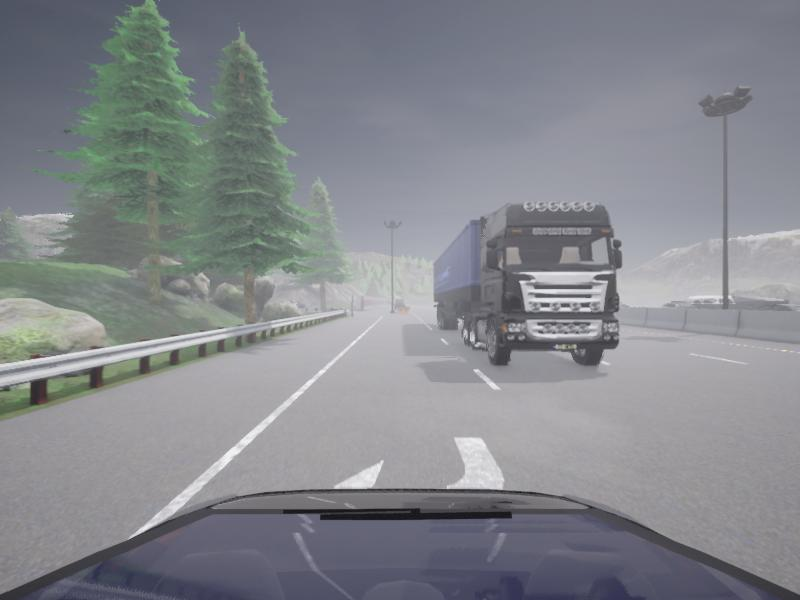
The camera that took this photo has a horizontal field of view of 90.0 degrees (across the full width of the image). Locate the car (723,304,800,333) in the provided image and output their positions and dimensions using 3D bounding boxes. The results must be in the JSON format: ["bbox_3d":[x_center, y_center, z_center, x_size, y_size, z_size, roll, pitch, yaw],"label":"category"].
[{"bbox_3d":[20.999,0.946,22.085,2.033,1.411,5.357,0,0,0],"label":"car"}]

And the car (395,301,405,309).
[{"bbox_3d":[-0.009,0.991,77.949,1.789,1.549,3.705,0,0,0],"label":"car"}]

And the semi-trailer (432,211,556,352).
[{"bbox_3d":[3.497,-0.571,19.611,2.717,4.402,14.254,0,0,0],"label":"semi-trailer"}]

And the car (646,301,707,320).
[{"bbox_3d":[24.496,0.907,35.689,2.038,1.542,4.974,0,0,0],"label":"car"}]

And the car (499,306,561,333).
[{"bbox_3d":[6.998,0.995,22.151,1.895,1.301,4.718,0,0,0],"label":"car"}]

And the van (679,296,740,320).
[{"bbox_3d":[27.995,0.654,36.359,2.069,2.038,4.480,0,0,0],"label":"van"}]

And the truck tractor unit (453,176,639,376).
[{"bbox_3d":[3.499,-0.490,11.697,3.053,4.208,6.516,0,0,0],"label":"truck tractor unit"}]

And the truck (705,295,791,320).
[{"bbox_3d":[31.495,0.626,36.549,2.390,2.098,6.274,0,0,0],"label":"truck"}]
